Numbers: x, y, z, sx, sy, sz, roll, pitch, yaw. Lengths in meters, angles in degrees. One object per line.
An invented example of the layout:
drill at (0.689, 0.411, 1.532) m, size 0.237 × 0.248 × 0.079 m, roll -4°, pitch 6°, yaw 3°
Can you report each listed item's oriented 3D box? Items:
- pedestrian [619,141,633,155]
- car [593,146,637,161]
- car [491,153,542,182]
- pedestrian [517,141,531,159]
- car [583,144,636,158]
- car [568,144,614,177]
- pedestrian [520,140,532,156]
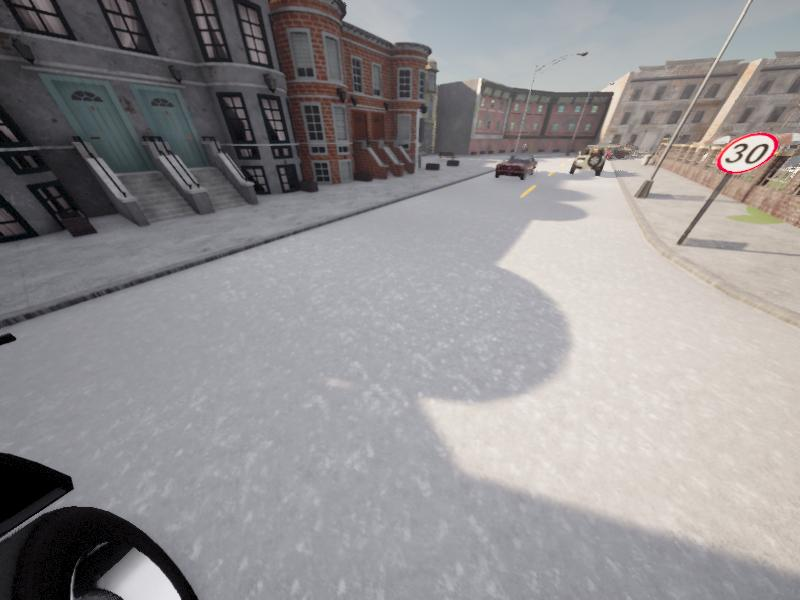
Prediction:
pedestrian at (34.927, -23.511, 35.714) m, size 0.751 × 1.860 × 0.751 m, roll 11°, pitch 36°, yaw 14°
car at (27.327, -18.725, 29.419) m, size 3.806 × 1.475 × 1.970 m, roll -11°, pitch 37°, yaw -15°
car at (8.125, -9.240, 15.959) m, size 1.895 × 1.301 × 4.718 m, roll 22°, pitch 41°, yaw 28°
pedestrian at (15.220, -18.427, 28.339) m, size 0.751 × 1.860 × 0.751 m, roll -26°, pitch 43°, yaw -32°
car at (29.503, -21.067, 32.708) m, size 5.008 × 1.535 × 1.882 m, roll 8°, pitch 35°, yaw 10°
car at (14.722, -10.896, 17.862) m, size 1.932 × 1.855 × 4.605 m, roll 22°, pitch 41°, yaw 28°
pedestrian at (17.834, -21.499, 32.718) m, size 0.751 × 1.860 × 0.751 m, roll -23°, pitch 41°, yaw -29°
